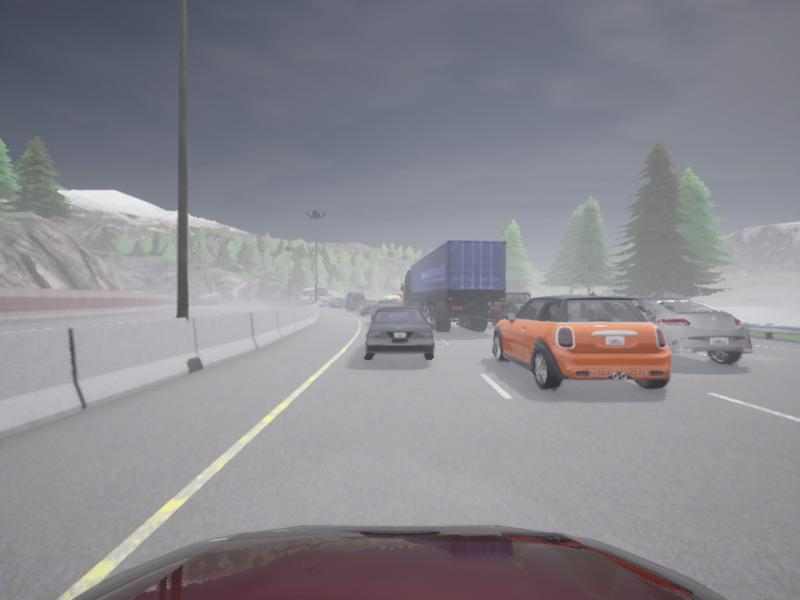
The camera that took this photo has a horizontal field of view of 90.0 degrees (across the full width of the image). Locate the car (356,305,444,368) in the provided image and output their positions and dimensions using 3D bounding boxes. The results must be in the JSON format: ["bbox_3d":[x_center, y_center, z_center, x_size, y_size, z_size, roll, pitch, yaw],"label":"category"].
[{"bbox_3d":[-0.054,0.876,11.938,2.033,1.411,5.357,0,0,-1],"label":"car"}]

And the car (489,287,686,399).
[{"bbox_3d":[3.477,0.680,8.621,2.097,1.767,4.553,0,0,0],"label":"car"}]

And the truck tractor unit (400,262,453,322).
[{"bbox_3d":[1.901,-0.576,31.800,3.053,4.208,6.516,0,0,-7],"label":"truck tractor unit"}]

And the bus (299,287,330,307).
[{"bbox_3d":[-19.765,-0.677,91.820,3.944,4.253,10.273,0,0,-31],"label":"bus"}]

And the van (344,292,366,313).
[{"bbox_3d":[-5.915,0.242,51.968,1.988,2.561,5.915,0,0,-15],"label":"van"}]

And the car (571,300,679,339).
[{"bbox_3d":[10.168,0.772,18.717,1.801,1.575,5.366,0,0,-3],"label":"car"}]

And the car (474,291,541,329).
[{"bbox_3d":[6.264,0.532,24.140,2.150,2.045,5.566,0,0,-5],"label":"car"}]

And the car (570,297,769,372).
[{"bbox_3d":[6.950,0.762,11.240,2.152,1.651,5.027,0,0,-1],"label":"car"}]

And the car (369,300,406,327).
[{"bbox_3d":[-0.882,0.784,25.421,2.038,1.542,4.974,0,0,-5],"label":"car"}]

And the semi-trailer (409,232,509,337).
[{"bbox_3d":[2.661,-0.658,23.922,2.717,4.402,14.254,0,0,-5],"label":"semi-trailer"}]

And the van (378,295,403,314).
[{"bbox_3d":[-1.136,0.498,47.460,2.069,2.038,4.480,0,0,-13],"label":"van"}]

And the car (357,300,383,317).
[{"bbox_3d":[-3.086,0.767,40.091,2.038,1.542,4.974,0,0,-11],"label":"car"}]

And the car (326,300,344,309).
[{"bbox_3d":[-10.837,0.726,66.370,2.007,1.525,4.514,0,0,-21],"label":"car"}]
